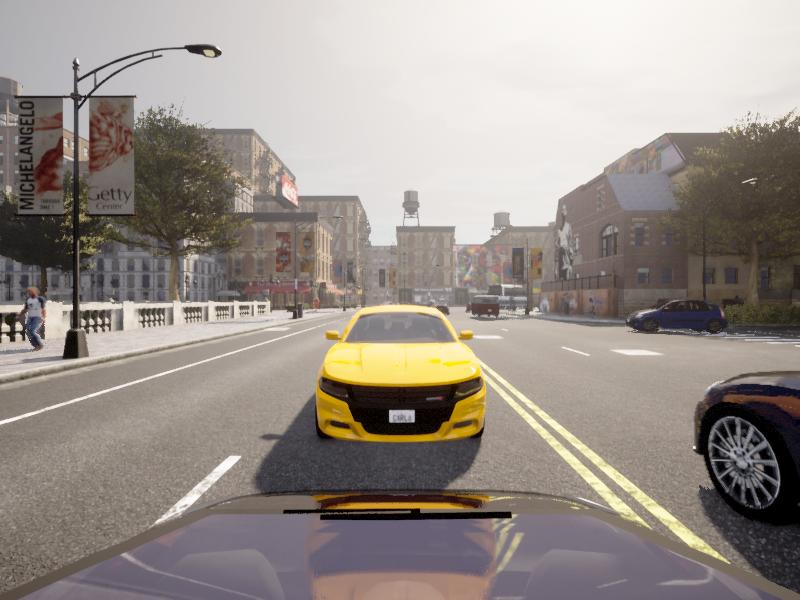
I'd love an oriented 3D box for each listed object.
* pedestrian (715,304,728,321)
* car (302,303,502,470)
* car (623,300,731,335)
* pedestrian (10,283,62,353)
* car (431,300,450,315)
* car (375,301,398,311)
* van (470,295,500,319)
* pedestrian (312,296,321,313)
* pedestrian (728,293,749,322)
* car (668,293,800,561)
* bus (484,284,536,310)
[{"bbox_3d":[22.410,0.865,27.871,0.500,1.100,0.500,0,0,3],"label":"pedestrian"},{"bbox_3d":[-0.014,0.823,6.265,1.882,1.535,5.008,0,0,-1],"label":"car"},{"bbox_3d":[13.498,0.788,19.749,3.988,1.617,1.851,0,0,14],"label":"car"},{"bbox_3d":[-10.118,0.485,11.137,0.751,1.860,0.751,0,0,0],"label":"pedestrian"},{"bbox_3d":[4.703,0.829,46.399,2.038,1.542,4.974,0,0,7],"label":"car"},{"bbox_3d":[-1.999,0.864,61.206,2.002,1.452,4.674,0,0,20],"label":"car"},{"bbox_3d":[7.620,0.599,36.137,1.775,1.987,4.442,0,0,0],"label":"van"},{"bbox_3d":[-8.931,0.485,42.857,0.751,1.860,0.751,0,0,9],"label":"pedestrian"},{"bbox_3d":[22.278,0.485,26.359,0.751,1.860,0.751,0,0,1],"label":"pedestrian"},{"bbox_3d":[3.516,0.780,1.180,2.152,1.651,5.027,0,0,1],"label":"car"},{"bbox_3d":[19.517,-0.538,70.405,10.273,4.253,3.944,0,0,-42],"label":"bus"}]
